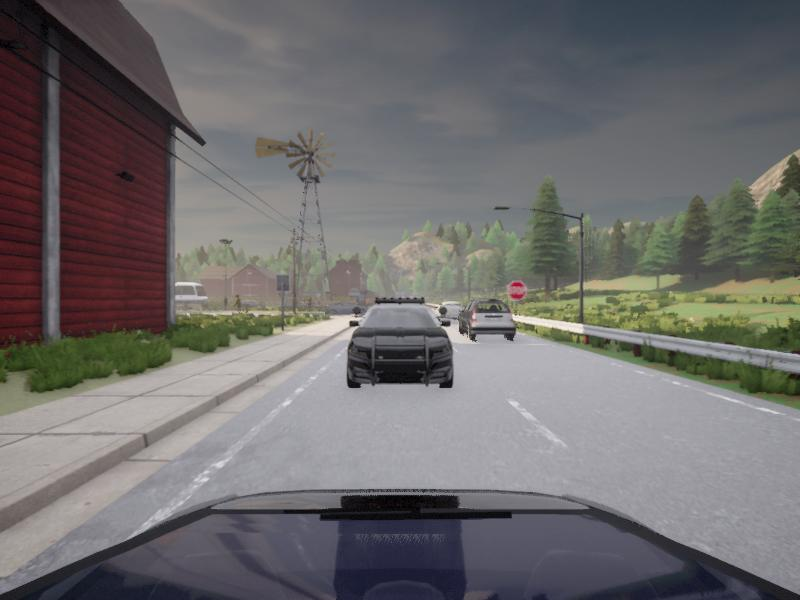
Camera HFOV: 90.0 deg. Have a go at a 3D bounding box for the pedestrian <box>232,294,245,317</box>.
[{"bbox_3d":[-13.063,0.440,32.333,0.751,1.860,0.751,0,0,-1],"label":"pedestrian"}]

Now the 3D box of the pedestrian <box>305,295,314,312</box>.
[{"bbox_3d":[-10.132,0.423,44.864,0.751,1.860,0.751,0,0,2],"label":"pedestrian"}]

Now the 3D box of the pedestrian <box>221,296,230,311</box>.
[{"bbox_3d":[-20.914,0.419,47.981,0.751,1.860,0.751,0,0,22],"label":"pedestrian"}]

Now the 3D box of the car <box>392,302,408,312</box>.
[{"bbox_3d":[-0.010,0.872,51.828,1.895,1.301,4.718,0,0,0],"label":"car"}]

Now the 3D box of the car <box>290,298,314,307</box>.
[{"bbox_3d":[-20.394,0.539,83.435,4.605,1.855,1.932,0,0,0],"label":"car"}]

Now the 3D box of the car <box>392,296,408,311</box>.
[{"bbox_3d":[-0.013,0.487,59.360,2.150,2.045,5.566,0,0,0],"label":"car"}]

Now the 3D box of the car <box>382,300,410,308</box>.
[{"bbox_3d":[-0.809,0.709,81.017,5.366,1.575,1.801,0,0,-27],"label":"car"}]

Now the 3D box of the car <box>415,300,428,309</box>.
[{"bbox_3d":[3.485,0.764,65.506,1.816,1.474,4.193,0,0,0],"label":"car"}]

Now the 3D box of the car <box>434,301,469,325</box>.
[{"bbox_3d":[3.495,0.831,27.694,1.812,1.442,4.674,0,0,0],"label":"car"}]

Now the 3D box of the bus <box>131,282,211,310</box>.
[{"bbox_3d":[-35.635,-0.625,62.696,10.273,4.253,3.944,0,0,-1],"label":"bus"}]

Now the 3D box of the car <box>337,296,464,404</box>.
[{"bbox_3d":[-0.002,0.758,8.717,1.930,1.638,5.238,0,0,0],"label":"car"}]

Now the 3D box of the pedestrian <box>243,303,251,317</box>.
[{"bbox_3d":[-12.670,0.819,33.069,0.500,1.100,0.500,0,0,-10],"label":"pedestrian"}]

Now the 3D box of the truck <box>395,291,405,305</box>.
[{"bbox_3d":[-0.028,-0.479,113.484,2.891,3.827,8.468,0,0,0],"label":"truck"}]

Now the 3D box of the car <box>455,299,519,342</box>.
[{"bbox_3d":[3.500,0.764,16.815,1.851,1.617,3.988,0,0,0],"label":"car"}]

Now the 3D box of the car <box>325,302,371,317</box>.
[{"bbox_3d":[-4.838,0.855,37.411,4.181,1.385,1.994,0,0,-8],"label":"car"}]

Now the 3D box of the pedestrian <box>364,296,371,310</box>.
[{"bbox_3d":[-4.168,0.414,51.686,0.751,1.860,0.751,0,0,7],"label":"pedestrian"}]
